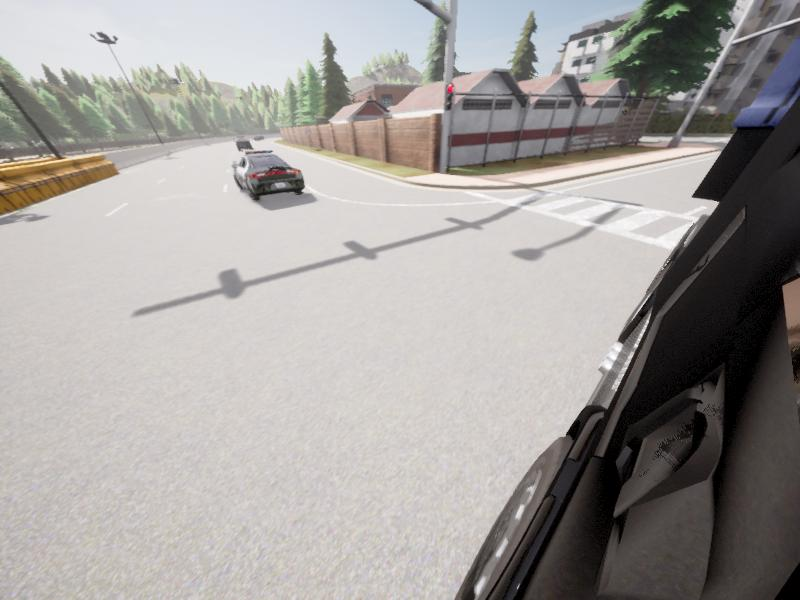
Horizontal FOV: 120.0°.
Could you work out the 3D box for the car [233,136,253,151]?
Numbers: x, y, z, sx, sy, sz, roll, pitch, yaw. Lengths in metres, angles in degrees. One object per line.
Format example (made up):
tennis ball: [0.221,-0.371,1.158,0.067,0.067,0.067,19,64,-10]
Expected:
car: [-23.770,-23.696,34.972,1.930,1.638,5.238,-21,41,-23]

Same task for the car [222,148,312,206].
car: [-5.890,-5.533,10.003,2.038,1.542,4.974,-25,42,-29]

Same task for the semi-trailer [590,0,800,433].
semi-trailer: [9.192,-3.203,3.686,14.254,4.402,2.717,-22,41,-24]

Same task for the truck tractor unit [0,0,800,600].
truck tractor unit: [2.645,-0.295,0.351,6.516,4.208,3.053,-28,44,-30]

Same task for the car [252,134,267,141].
car: [-41.670,-48.243,68.657,2.128,1.511,4.902,-7,37,-6]
